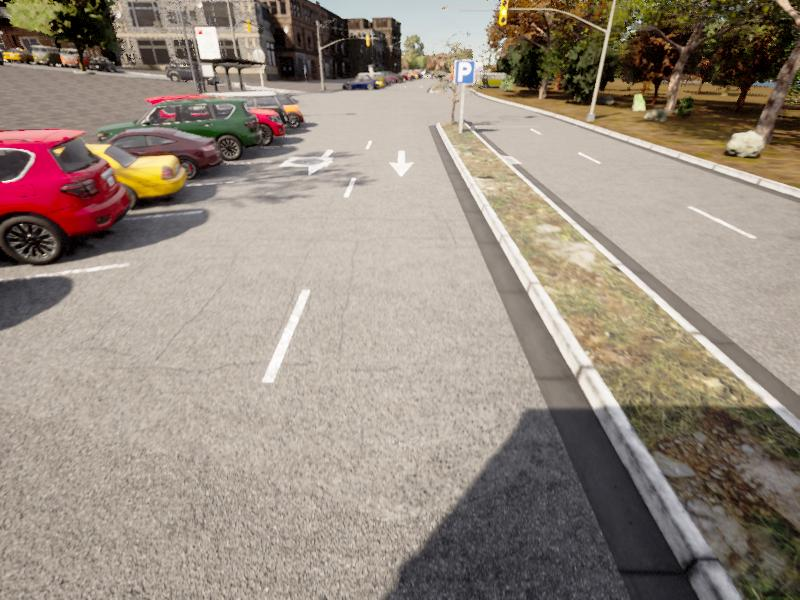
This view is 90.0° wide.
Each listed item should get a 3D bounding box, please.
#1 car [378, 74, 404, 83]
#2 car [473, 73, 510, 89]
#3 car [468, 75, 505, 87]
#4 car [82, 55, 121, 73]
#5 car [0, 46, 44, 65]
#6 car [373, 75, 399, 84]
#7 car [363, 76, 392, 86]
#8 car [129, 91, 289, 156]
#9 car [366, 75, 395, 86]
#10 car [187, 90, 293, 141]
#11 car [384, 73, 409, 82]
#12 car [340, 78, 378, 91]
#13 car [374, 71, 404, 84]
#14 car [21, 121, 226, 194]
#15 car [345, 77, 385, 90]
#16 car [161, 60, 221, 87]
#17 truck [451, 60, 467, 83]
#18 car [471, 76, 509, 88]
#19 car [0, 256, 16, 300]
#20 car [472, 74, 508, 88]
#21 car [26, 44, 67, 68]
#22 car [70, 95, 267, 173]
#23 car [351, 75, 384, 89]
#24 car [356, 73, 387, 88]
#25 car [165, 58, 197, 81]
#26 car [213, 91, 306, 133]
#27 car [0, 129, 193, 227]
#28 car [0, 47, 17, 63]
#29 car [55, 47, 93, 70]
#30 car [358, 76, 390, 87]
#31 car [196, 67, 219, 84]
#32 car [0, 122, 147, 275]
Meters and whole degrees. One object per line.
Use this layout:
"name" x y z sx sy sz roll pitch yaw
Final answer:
"car" -1.773 -44.894 81.057 5.008 1.535 2.097 -7 30 -9
"car" 13.074 -31.349 57.314 4.442 1.987 1.878 -7 31 -12
"car" 13.981 -35.607 65.034 5.366 1.575 1.946 -6 31 -11
"car" -34.415 -27.263 46.285 2.231 1.521 4.892 -5 30 -19
"car" -43.513 -28.112 46.114 1.946 1.575 5.366 -5 30 -19
"car" -2.648 -41.841 75.910 4.674 1.452 2.002 -7 31 -10
"car" -3.841 -37.310 68.153 4.674 1.452 2.002 -8 31 -11
"car" -7.957 -7.759 17.356 5.566 2.045 2.435 -11 31 -16
"car" -3.467 -38.824 70.745 4.674 1.452 2.002 -7 30 -11
"car" -7.839 -9.264 19.993 4.442 1.987 1.878 -11 31 -16
"car" -0.804 -47.901 86.203 5.008 1.535 2.097 -6 31 -9
"car" -5.655 -29.774 55.243 4.792 1.488 2.163 -8 31 -12
"car" -2.196 -43.609 78.358 5.566 2.045 2.435 -7 30 -10
"car" -8.014 -4.474 12.288 4.674 1.452 2.002 -11 32 -17
"car" -5.008 -31.319 57.805 5.366 1.575 1.946 -8 31 -12
"car" -20.274 -22.076 39.063 4.605 1.855 1.932 5 28 -2
"truck" 12.298 -47.428 83.010 2.891 3.827 8.468 5 31 8
"car" 13.997 -34.164 62.574 5.366 1.575 1.946 -6 31 -12
"car" -8.070 0.053 4.485 4.792 1.488 2.163 -11 32 -17
"car" 13.459 -32.761 59.928 4.553 1.767 2.185 -6 31 -12
"car" -40.376 -27.915 45.872 1.878 1.987 4.442 -5 29 -20
"car" -8.032 -6.232 14.731 5.566 2.045 2.435 -11 32 -17
"car" -4.913 -32.911 60.294 4.553 1.767 2.185 -8 31 -12
"car" -4.446 -34.532 62.867 4.442 1.987 1.878 -8 31 -11
"car" -25.376 -26.746 46.521 2.435 2.045 5.566 -5 30 -19
"car" -7.862 -10.673 22.618 4.553 1.767 2.185 -11 32 -16
"car" -8.206 -2.967 9.616 5.366 1.575 1.946 -11 32 -17
"car" -46.466 -28.241 45.876 2.002 1.452 4.674 -5 29 -20
"car" -37.360 -27.664 45.983 1.878 1.987 4.442 -5 29 -20
"car" -4.216 -35.833 65.548 4.892 1.521 2.231 -8 31 -11
"car" -22.382 -26.229 46.751 2.002 1.452 4.674 -5 30 -20
"car" -8.068 -1.700 6.940 5.566 2.045 2.435 -11 32 -17
